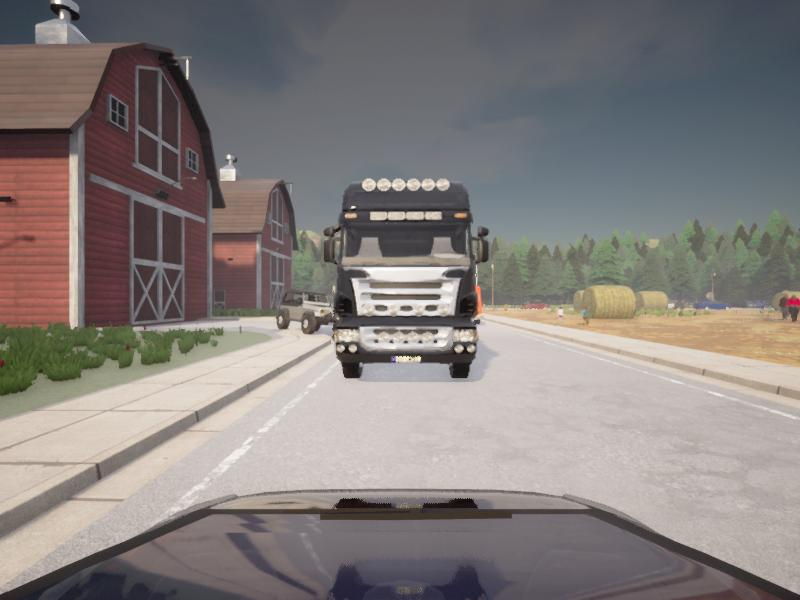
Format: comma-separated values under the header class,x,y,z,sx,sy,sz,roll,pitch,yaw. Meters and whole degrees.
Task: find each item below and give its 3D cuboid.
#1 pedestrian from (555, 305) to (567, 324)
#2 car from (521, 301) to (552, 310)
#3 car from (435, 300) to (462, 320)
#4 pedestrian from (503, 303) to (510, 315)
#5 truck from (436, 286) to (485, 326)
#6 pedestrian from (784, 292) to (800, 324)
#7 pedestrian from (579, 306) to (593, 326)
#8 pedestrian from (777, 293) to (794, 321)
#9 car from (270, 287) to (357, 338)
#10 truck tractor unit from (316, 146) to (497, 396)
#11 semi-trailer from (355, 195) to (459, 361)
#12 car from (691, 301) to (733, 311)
class,x,y,z,sx,sy,sz,roll,pitch,yaw
pedestrian,9.621,0.865,23.906,0.500,1.100,0.500,0,0,3
car,21.422,0.881,62.907,4.193,1.474,1.816,0,0,2
car,3.986,0.815,33.442,1.789,1.549,3.705,0,0,1
pedestrian,10.303,0.866,38.850,0.500,1.100,0.500,0,0,-7
truck,3.895,0.355,26.932,2.627,2.467,5.204,0,0,1
pedestrian,23.736,0.482,24.113,0.751,1.860,0.751,0,0,39
pedestrian,10.279,0.865,22.122,0.500,1.100,0.500,0,0,-1
pedestrian,26.930,0.482,27.944,0.751,1.860,0.751,0,0,38
car,-3.902,0.488,17.613,1.905,1.878,3.866,8,-3,-41
truck tractor unit,0.150,-0.499,10.009,3.053,4.208,6.516,0,0,1
semi-trailer,0.320,-0.663,17.919,2.717,4.402,14.254,1,1,1
car,48.400,0.850,62.036,5.008,1.535,1.882,0,0,2
